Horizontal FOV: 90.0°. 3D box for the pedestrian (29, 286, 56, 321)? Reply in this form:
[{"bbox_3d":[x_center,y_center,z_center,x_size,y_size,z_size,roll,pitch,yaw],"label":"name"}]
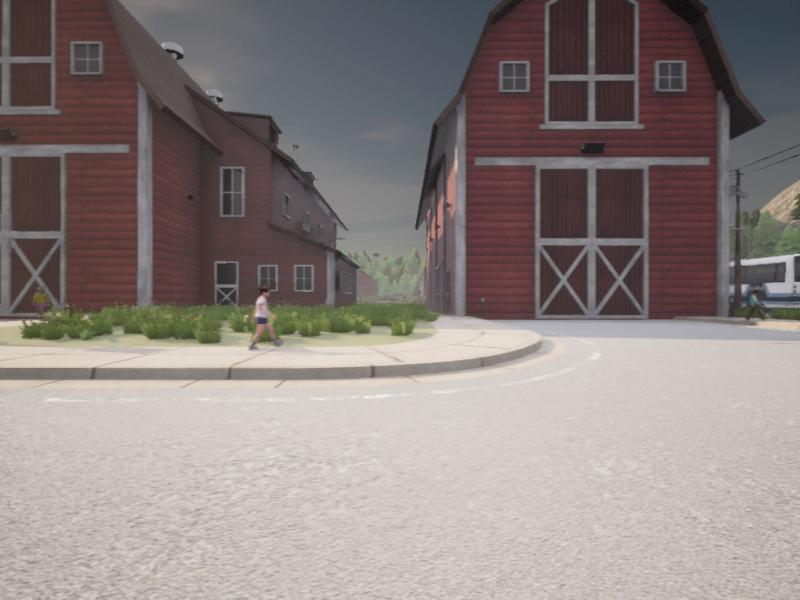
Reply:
[{"bbox_3d":[-11.498,0.098,12.875,0.500,1.100,0.500,0,0,-18],"label":"pedestrian"}]

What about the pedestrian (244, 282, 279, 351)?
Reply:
[{"bbox_3d":[-2.321,0.260,6.682,0.500,1.100,0.500,0,0,-25],"label":"pedestrian"}]

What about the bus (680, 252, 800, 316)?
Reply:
[{"bbox_3d":[27.707,-1.061,31.737,3.944,4.253,10.273,0,0,1],"label":"bus"}]

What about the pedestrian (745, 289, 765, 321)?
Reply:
[{"bbox_3d":[12.289,0.164,13.861,0.500,1.100,0.500,0,0,41],"label":"pedestrian"}]

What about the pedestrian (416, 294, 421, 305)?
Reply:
[{"bbox_3d":[3.372,-0.085,72.910,0.751,1.860,0.751,0,0,20],"label":"pedestrian"}]
